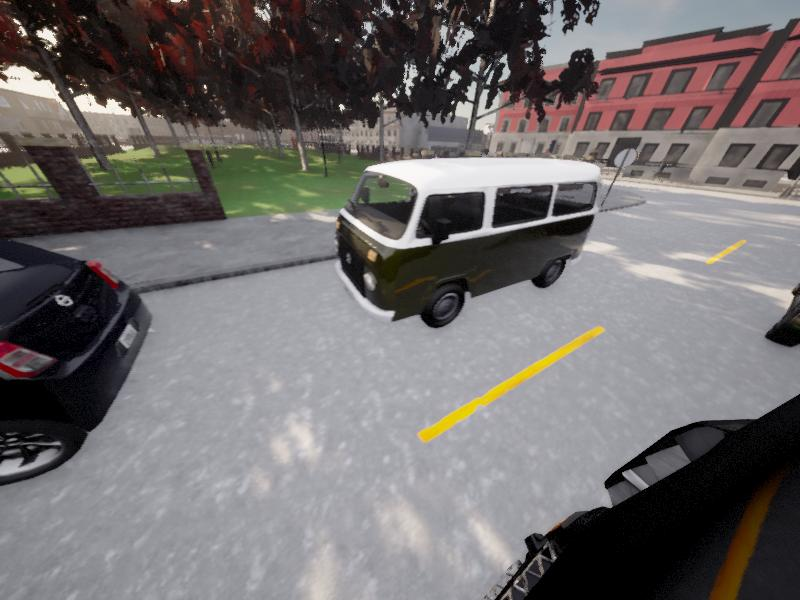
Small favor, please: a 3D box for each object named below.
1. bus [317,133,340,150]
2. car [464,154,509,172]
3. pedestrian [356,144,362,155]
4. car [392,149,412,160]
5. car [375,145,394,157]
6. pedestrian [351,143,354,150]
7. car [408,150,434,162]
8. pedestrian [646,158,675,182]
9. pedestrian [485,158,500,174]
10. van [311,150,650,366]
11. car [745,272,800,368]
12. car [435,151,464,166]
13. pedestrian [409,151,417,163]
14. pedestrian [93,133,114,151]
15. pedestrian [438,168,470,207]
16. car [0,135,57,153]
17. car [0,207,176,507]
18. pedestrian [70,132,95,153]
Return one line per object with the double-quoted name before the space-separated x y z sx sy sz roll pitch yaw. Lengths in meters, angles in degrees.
"bus" -23.570 -52.053 75.960 3.944 4.253 10.273 -16 38 -25
"car" 10.273 -16.643 27.936 1.837 1.490 4.892 -17 38 -26
"pedestrian" -8.173 -29.801 45.758 0.751 1.860 0.751 -26 43 -35
"car" 0.298 -26.697 42.265 1.970 1.475 3.806 -16 38 -25
"car" -3.149 -30.349 47.115 1.932 1.855 4.605 -16 38 -25
"pedestrian" -16.617 -53.725 80.812 0.751 1.860 0.751 26 40 31
"car" 3.382 -23.610 37.827 2.007 1.525 4.514 -16 38 -25
"pedestrian" 23.700 -11.821 21.075 0.751 1.860 0.751 -8 35 -15
"pedestrian" 8.823 -12.736 21.973 0.751 1.300 0.751 -21 41 -31
"van" 1.256 -1.154 3.811 4.480 2.038 2.069 -16 38 -25
"car" 7.025 -0.071 2.963 3.988 1.617 1.851 -16 38 -25
"car" 6.943 -20.030 32.707 1.789 1.549 3.705 -16 38 -25
"pedestrian" 1.830 -19.769 31.983 0.751 1.300 0.751 -16 38 -25
"pedestrian" -37.175 -19.812 29.010 0.751 1.860 0.751 -16 38 -26
"pedestrian" 2.176 -4.608 9.446 0.751 1.300 0.751 -16 38 -25
"car" -40.822 -17.216 25.437 1.845 1.501 3.633 -16 38 -26
"car" -4.146 0.607 1.297 3.633 1.501 1.845 -16 38 -25
"pedestrian" -35.018 -17.357 25.497 0.751 1.860 0.751 -22 41 -32
